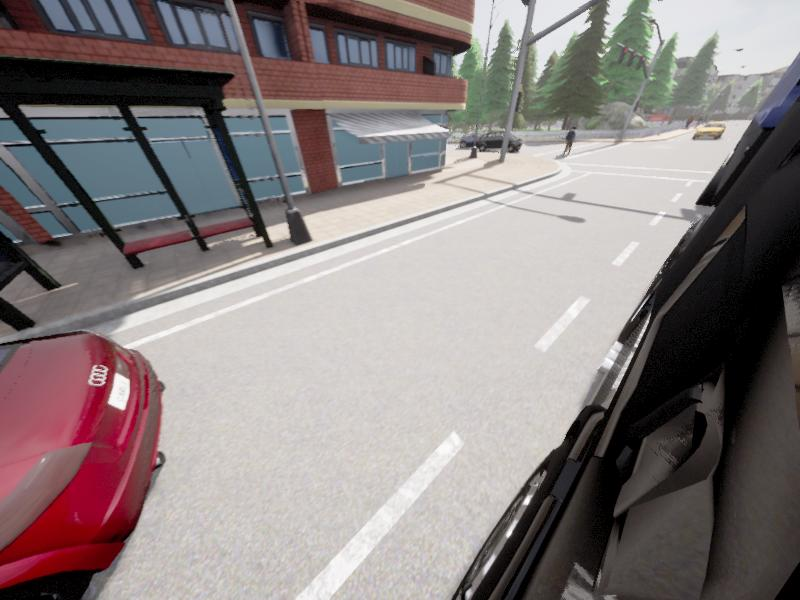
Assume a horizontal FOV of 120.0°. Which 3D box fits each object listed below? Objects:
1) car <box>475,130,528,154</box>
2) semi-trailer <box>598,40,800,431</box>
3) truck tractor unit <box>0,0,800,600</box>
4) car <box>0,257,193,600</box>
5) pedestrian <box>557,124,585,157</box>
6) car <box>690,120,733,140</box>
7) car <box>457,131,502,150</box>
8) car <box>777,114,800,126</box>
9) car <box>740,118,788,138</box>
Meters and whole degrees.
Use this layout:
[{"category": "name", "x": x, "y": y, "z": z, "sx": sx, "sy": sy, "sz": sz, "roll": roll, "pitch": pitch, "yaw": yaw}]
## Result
[{"category": "car", "x": 8.884, "y": -14.020, "z": 20.478, "sx": 3.705, "sy": 1.549, "sz": 1.789, "roll": 23, "pitch": 44, "yaw": 30}, {"category": "semi-trailer", "x": 8.696, "y": -3.599, "z": 4.241, "sx": 14.254, "sy": 4.402, "sz": 2.717, "roll": -28, "pitch": 44, "yaw": -30}, {"category": "truck tractor unit", "x": 2.645, "y": -0.295, "z": 0.351, "sx": 6.516, "sy": 4.208, "sz": 3.053, "roll": -28, "pitch": 44, "yaw": -30}, {"category": "car", "x": -3.658, "y": 1.479, "z": 0.725, "sx": 4.181, "sy": 1.385, "sz": 1.994, "roll": -28, "pitch": 44, "yaw": -30}, {"category": "pedestrian", "x": 11.771, "y": -11.007, "z": 15.979, "sx": 0.751, "sy": 1.860, "sz": 0.751, "roll": -25, "pitch": 42, "yaw": -27}, {"category": "car", "x": 33.257, "y": -18.175, "z": 24.668, "sx": 5.366, "sy": 1.575, "sz": 1.801, "roll": -27, "pitch": 43, "yaw": -29}, {"category": "car", "x": 8.317, "y": -16.841, "z": 24.351, "sx": 3.806, "sy": 1.475, "sz": 1.970, "roll": 20, "pitch": 42, "yaw": 27}, {"category": "car", "x": 71.277, "y": -32.912, "z": 42.181, "sx": 5.008, "sy": 1.535, "sz": 1.882, "roll": -28, "pitch": 44, "yaw": -30}, {"category": "car", "x": 39.014, "y": -18.492, "z": 24.836, "sx": 4.792, "sy": 1.488, "sz": 2.163, "roll": -28, "pitch": 44, "yaw": -30}]
